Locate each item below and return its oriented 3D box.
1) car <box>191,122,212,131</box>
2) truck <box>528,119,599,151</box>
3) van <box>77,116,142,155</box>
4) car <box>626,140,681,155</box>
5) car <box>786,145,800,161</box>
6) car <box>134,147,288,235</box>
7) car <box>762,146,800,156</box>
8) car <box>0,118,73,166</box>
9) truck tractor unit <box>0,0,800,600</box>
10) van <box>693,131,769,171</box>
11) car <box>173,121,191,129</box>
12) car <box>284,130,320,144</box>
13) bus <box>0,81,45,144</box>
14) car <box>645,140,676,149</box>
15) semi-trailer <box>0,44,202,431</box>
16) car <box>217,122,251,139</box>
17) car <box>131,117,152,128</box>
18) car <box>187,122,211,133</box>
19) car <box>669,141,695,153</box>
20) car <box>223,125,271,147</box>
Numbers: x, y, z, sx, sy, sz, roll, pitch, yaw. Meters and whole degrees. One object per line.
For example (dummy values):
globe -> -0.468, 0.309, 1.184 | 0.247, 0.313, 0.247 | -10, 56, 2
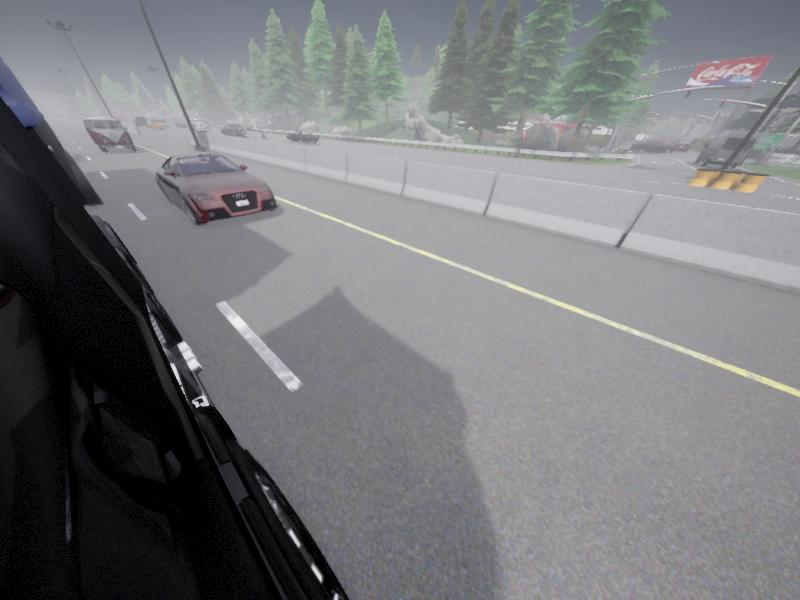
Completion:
car -> -41.658, -36.469, 48.523 | 4.674, 1.442, 1.812 | 28, 44, 30
truck -> 26.749, -27.457, 38.343 | 8.468, 3.827, 2.891 | 28, 44, 30
van -> -20.572, -11.689, 16.349 | 4.442, 1.987, 1.775 | 28, 44, 30
car -> 37.021, -22.370, 33.869 | 5.008, 1.535, 1.882 | 12, 38, 13
car -> 59.270, -20.685, 32.773 | 3.866, 1.878, 1.905 | 28, 44, 29
car -> -5.454, -3.381, 6.665 | 4.181, 1.385, 1.994 | 28, 44, 30
car -> 79.186, -30.616, 47.520 | 4.718, 1.301, 1.895 | 28, 44, 30
car -> -19.838, -8.471, 12.271 | 4.553, 1.767, 2.097 | 28, 44, 30
truck tractor unit -> -2.645, -0.295, 0.352 | 6.516, 4.208, 3.053 | 28, 44, 30
van -> 28.622, -13.242, 20.329 | 1.988, 2.561, 5.915 | 28, 44, 30
car -> -52.510, -42.191, 55.637 | 4.718, 1.301, 1.895 | 28, 44, 30
car -> -12.536, -20.886, 29.569 | 4.718, 1.301, 1.895 | 28, 44, 30
bus -> -35.173, -15.435, 18.634 | 3.944, 4.253, 10.273 | -27, 45, -31
car -> 61.931, -37.097, 55.049 | 4.514, 1.525, 2.007 | 28, 44, 30
semi-trailer -> -8.711, -3.589, 4.226 | 14.254, 4.402, 2.717 | 28, 44, 30
car -> -23.842, -24.365, 33.147 | 4.553, 1.767, 2.097 | 28, 44, 30
car -> -57.490, -39.574, 51.413 | 3.866, 1.878, 1.905 | 28, 44, 30
car -> -35.665, -30.537, 40.952 | 3.806, 1.475, 1.970 | 28, 44, 30
car -> 47.434, -25.848, 38.978 | 2.163, 1.488, 4.792 | 30, 45, 32
car -> -16.350, -17.548, 24.657 | 5.027, 1.651, 2.152 | 28, 44, 30
